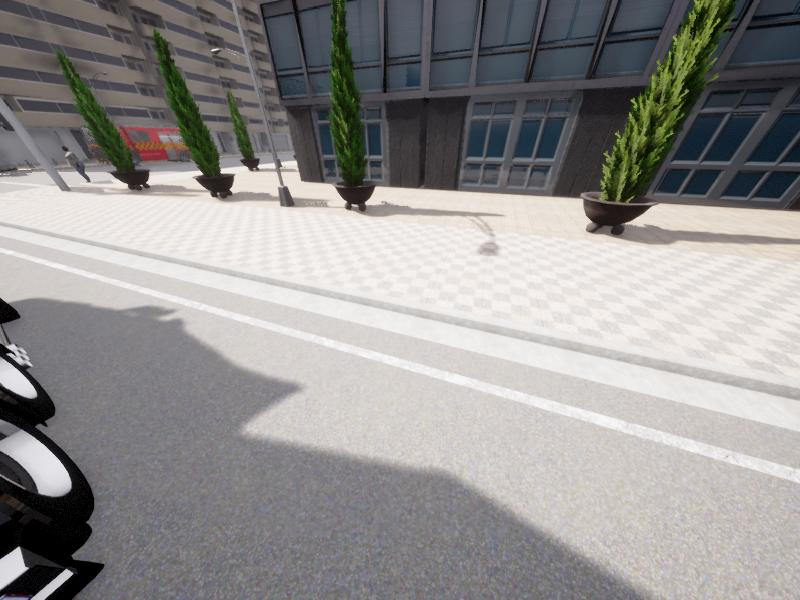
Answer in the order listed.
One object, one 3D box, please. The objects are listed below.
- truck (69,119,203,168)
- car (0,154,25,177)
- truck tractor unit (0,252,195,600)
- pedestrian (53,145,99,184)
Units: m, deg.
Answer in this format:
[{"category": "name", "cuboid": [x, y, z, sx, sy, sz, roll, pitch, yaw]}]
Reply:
[{"category": "truck", "cuboid": [-27.674, -17.032, 25.215, 2.891, 3.827, 8.468, 12, 37, 16]}, {"category": "car", "cuboid": [-32.168, -9.466, 16.524, 2.033, 1.411, 5.357, 15, 38, 20]}, {"category": "truck tractor unit", "cuboid": [-5.090, -0.321, 0.809, 6.516, 4.208, 3.053, 19, 39, 25]}, {"category": "pedestrian", "cuboid": [-18.643, -7.816, 13.326, 0.751, 1.860, 0.751, 25, 42, 31]}]
